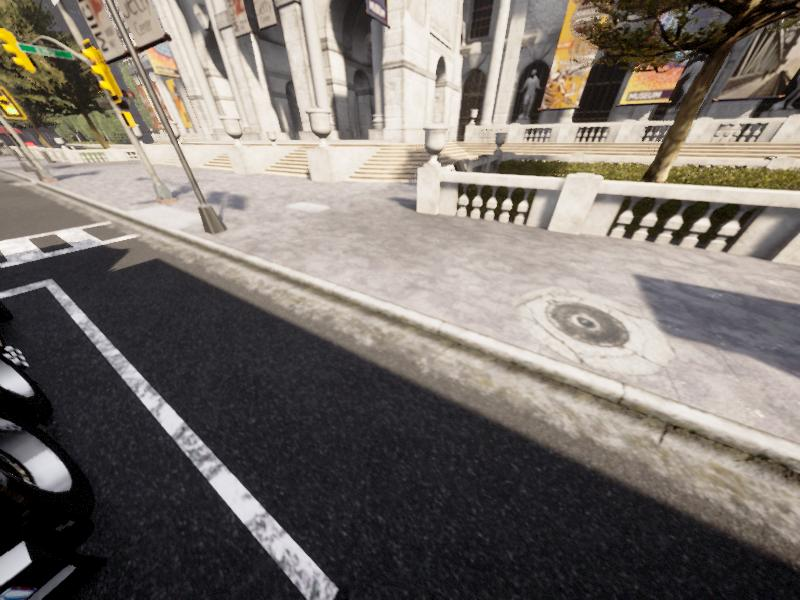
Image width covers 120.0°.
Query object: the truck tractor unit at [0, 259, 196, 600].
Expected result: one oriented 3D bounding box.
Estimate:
[{"bbox_3d":[-5.102,-0.310,0.789,6.516,4.208,3.053,19,39,24],"label":"truck tractor unit"}]
